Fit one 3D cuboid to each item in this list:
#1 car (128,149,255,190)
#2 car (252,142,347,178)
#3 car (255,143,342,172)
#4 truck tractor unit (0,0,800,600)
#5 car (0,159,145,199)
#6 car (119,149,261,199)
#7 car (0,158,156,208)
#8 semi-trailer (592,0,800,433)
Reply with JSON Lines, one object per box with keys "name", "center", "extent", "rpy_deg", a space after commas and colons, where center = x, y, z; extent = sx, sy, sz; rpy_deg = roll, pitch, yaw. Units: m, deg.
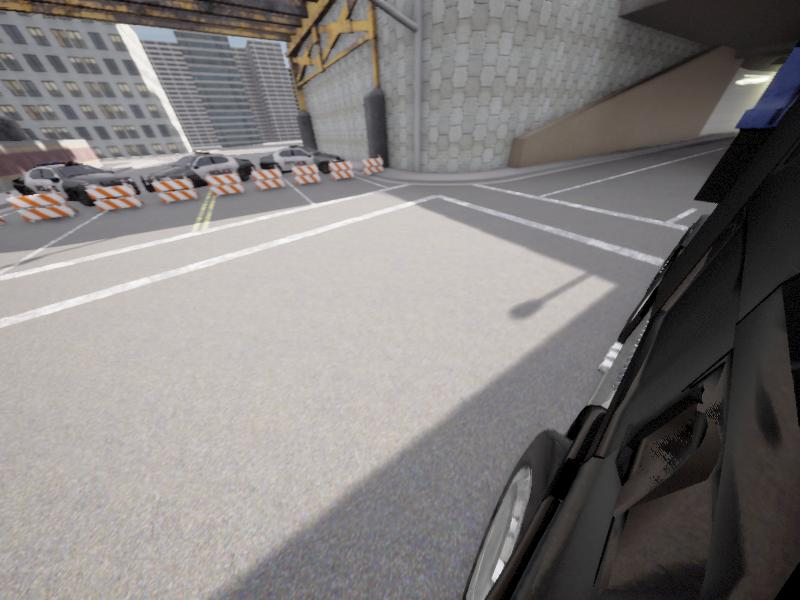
{"name": "car", "center": [-10.349, -6.913, 11.998], "extent": [1.853, 1.218, 4.536], "rpy_deg": [13, 39, 20]}
{"name": "car", "center": [-6.122, -8.910, 14.663], "extent": [4.974, 1.542, 2.038], "rpy_deg": [-3, 37, 0]}
{"name": "car", "center": [-6.180, -9.033, 14.568], "extent": [4.536, 1.218, 1.853], "rpy_deg": [-3, 37, 0]}
{"name": "truck tractor unit", "center": [2.645, -0.295, 0.352], "extent": [6.516, 4.208, 3.053], "rpy_deg": [-28, 44, -30]}
{"name": "car", "center": [-14.397, -5.377, 10.201], "extent": [4.536, 1.218, 1.853], "rpy_deg": [6, 38, 12]}
{"name": "car", "center": [-10.364, -6.758, 12.054], "extent": [2.038, 1.542, 4.974], "rpy_deg": [13, 39, 20]}
{"name": "car", "center": [-14.341, -5.245, 10.285], "extent": [4.974, 1.542, 2.038], "rpy_deg": [6, 38, 12]}
{"name": "semi-trailer", "center": [9.080, -3.310, 3.815], "extent": [14.254, 4.402, 2.717], "rpy_deg": [-23, 41, -25]}
